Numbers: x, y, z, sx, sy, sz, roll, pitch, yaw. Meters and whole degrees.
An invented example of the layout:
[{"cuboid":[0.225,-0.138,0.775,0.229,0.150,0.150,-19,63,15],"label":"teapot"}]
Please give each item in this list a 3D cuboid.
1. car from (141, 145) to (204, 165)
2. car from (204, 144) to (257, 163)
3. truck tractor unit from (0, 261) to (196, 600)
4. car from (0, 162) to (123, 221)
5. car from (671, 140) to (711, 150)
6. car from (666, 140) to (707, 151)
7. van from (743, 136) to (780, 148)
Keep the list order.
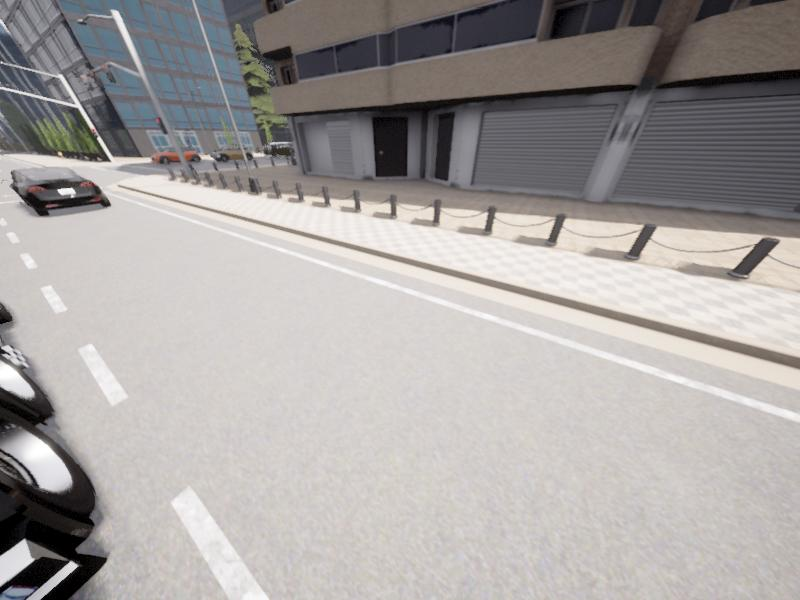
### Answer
[{"cuboid":[-26.506,-17.089,27.171,2.097,1.767,4.553,20,40,26],"label":"car"},{"cuboid":[-21.020,-18.350,28.856,1.932,1.855,4.605,20,40,26],"label":"car"},{"cuboid":[-5.107,-0.303,0.789,6.516,4.208,3.053,18,39,24],"label":"truck tractor unit"},{"cuboid":[-14.186,-4.627,9.507,4.792,1.488,2.163,19,39,26],"label":"car"},{"cuboid":[62.104,-33.197,49.459,4.605,1.855,1.932,19,39,26],"label":"car"},{"cuboid":[58.983,-31.934,47.676,4.605,1.855,1.932,19,39,26],"label":"car"},{"cuboid":[89.619,-39.260,57.407,2.351,2.431,6.366,20,40,27],"label":"van"}]
